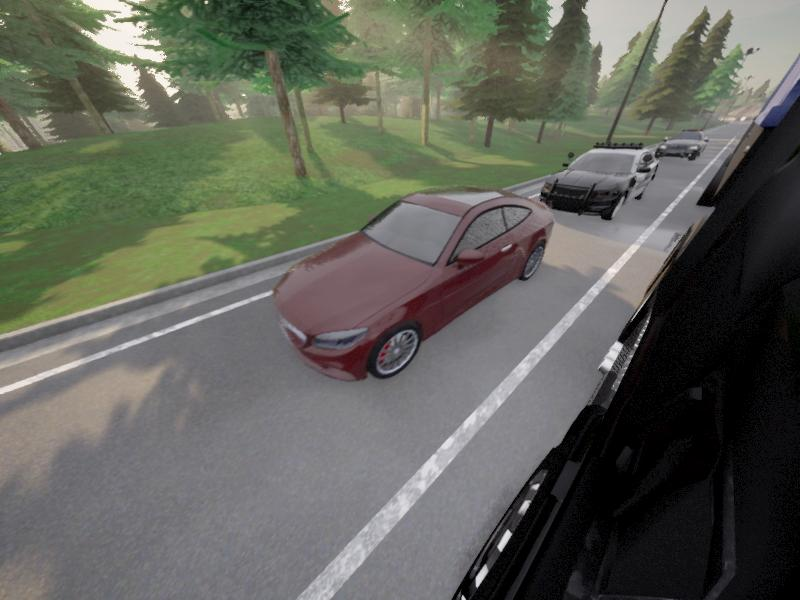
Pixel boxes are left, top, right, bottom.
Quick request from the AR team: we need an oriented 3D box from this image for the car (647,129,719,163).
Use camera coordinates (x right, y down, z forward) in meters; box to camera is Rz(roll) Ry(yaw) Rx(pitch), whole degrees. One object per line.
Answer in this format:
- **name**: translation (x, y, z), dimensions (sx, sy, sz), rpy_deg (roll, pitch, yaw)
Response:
- **car**: translation (18.604, -10.193, 15.144), dimensions (4.974, 1.542, 2.038), rpy_deg (-27, 43, -30)

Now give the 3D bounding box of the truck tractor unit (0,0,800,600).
- **truck tractor unit**: translation (2.645, -0.295, 0.351), dimensions (6.516, 4.208, 3.053), rpy_deg (-28, 44, -30)

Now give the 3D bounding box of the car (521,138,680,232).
- **car**: translation (6.173, -3.782, 7.020), dimensions (5.238, 1.638, 1.930), rpy_deg (-27, 43, -30)

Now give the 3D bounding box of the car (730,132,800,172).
- **car**: translation (19.197, -7.736, 11.914), dimensions (4.181, 1.385, 1.994), rpy_deg (-28, 44, -30)

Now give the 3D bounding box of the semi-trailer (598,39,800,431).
- **semi-trailer**: translation (8.708, -3.570, 4.260), dimensions (14.254, 4.402, 2.717), rpy_deg (-28, 43, -30)

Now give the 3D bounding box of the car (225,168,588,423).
- **car**: translation (0.580, -0.789, 3.430), dimensions (4.674, 1.442, 1.812), rpy_deg (-28, 43, -30)
